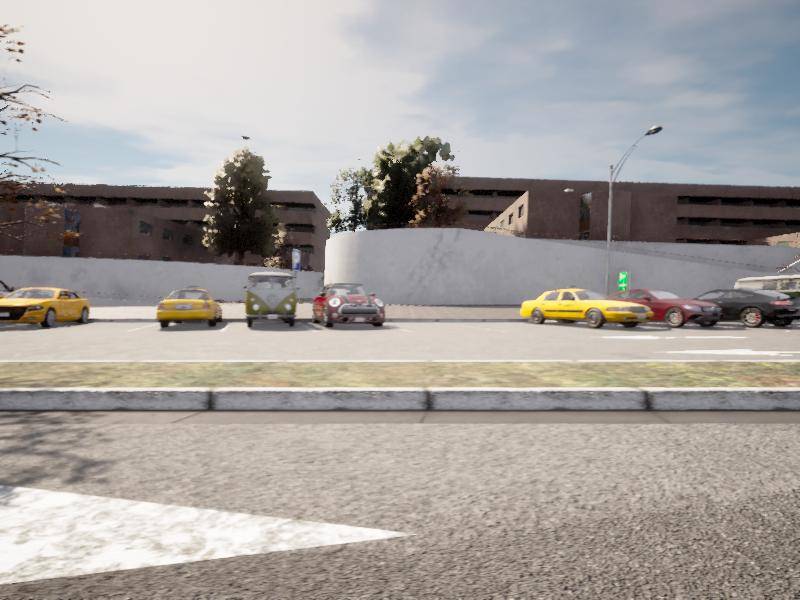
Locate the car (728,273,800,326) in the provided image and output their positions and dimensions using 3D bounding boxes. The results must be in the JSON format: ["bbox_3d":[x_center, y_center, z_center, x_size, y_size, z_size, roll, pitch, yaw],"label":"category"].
[{"bbox_3d":[15.810,-0.004,15.514,1.878,1.987,4.442,1,-1,-20],"label":"car"}]

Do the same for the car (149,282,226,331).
[{"bbox_3d":[-8.128,0.237,15.835,1.946,1.575,5.366,0,-1,-20],"label":"car"}]

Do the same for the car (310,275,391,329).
[{"bbox_3d":[-2.112,0.109,15.684,2.185,1.767,4.553,1,-1,-20],"label":"car"}]

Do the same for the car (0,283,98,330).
[{"bbox_3d":[-14.015,0.245,15.678,2.097,1.535,5.008,0,-1,-20],"label":"car"}]

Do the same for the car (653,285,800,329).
[{"bbox_3d":[12.786,0.265,15.621,2.002,1.452,4.674,0,-1,-20],"label":"car"}]

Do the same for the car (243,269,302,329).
[{"bbox_3d":[-5.038,0.008,15.553,1.878,1.987,4.442,1,-1,-20],"label":"car"}]

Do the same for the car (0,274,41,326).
[{"bbox_3d":[-17.007,0.002,15.705,2.435,2.045,5.566,0,-1,-20],"label":"car"}]

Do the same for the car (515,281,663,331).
[{"bbox_3d":[6.898,0.223,15.463,1.946,1.575,5.366,1,-1,-20],"label":"car"}]

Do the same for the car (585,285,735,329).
[{"bbox_3d":[9.812,0.267,15.634,2.002,1.452,4.674,1,-1,-20],"label":"car"}]
